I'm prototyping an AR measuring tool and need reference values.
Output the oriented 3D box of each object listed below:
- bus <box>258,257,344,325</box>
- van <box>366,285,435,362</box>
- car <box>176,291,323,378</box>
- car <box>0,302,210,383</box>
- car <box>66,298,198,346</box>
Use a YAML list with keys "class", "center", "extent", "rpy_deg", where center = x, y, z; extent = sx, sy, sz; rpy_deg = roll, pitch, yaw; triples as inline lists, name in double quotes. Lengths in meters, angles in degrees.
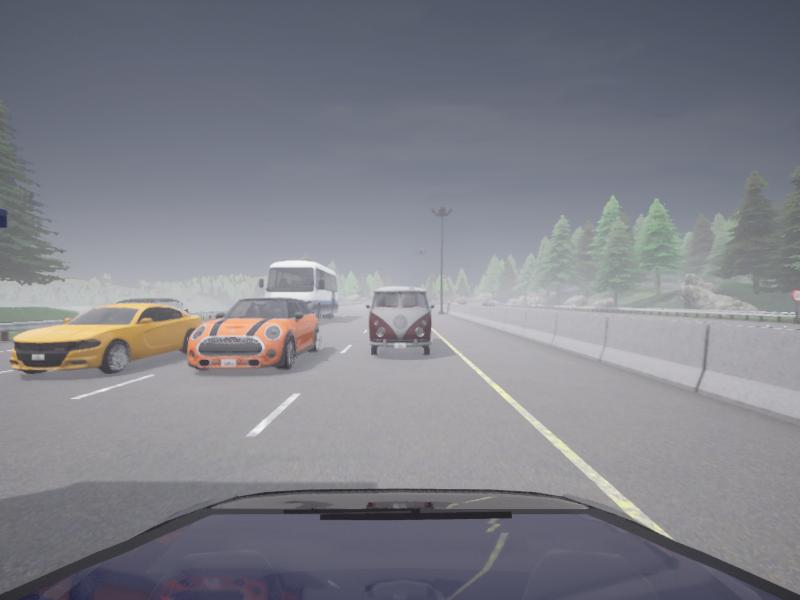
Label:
- class: "bus"
  center: [-6.856, -0.521, 30.024]
  extent: [3.944, 4.253, 10.273]
  rpy_deg: [0, 0, 0]
- class: "van"
  center: [0.006, 0.604, 12.546]
  extent: [1.775, 1.987, 4.442]
  rpy_deg: [0, 0, 0]
- class: "car"
  center: [-3.495, 0.699, 10.405]
  extent: [2.097, 1.767, 4.553]
  rpy_deg: [0, 0, 0]
- class: "car"
  center: [-6.995, 0.827, 10.233]
  extent: [1.882, 1.535, 5.008]
  rpy_deg: [0, 0, 0]
- class: "car"
  center: [-10.495, 0.761, 16.218]
  extent: [2.242, 1.667, 4.611]
  rpy_deg: [0, 0, 0]
